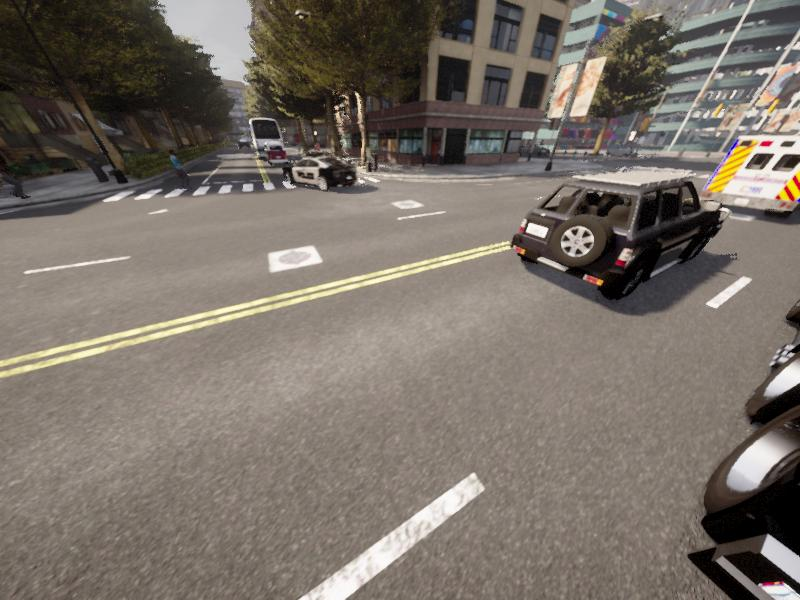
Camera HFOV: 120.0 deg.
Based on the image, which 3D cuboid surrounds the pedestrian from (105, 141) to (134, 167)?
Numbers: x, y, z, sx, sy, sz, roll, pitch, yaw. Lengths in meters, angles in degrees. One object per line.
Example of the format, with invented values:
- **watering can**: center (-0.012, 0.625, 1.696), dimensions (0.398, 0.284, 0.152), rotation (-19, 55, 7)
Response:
- **pedestrian**: center (-24.034, -12.518, 19.826), dimensions (0.751, 1.860, 0.751), rotation (-21, 40, -27)

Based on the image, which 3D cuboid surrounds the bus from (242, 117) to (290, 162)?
- **bus**: center (-18.262, -21.760, 31.371), dimensions (3.944, 4.253, 10.273), rotation (-17, 39, -23)

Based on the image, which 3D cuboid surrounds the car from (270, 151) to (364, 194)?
- **car**: center (-4.703, -7.324, 13.036), dimensions (5.238, 1.638, 1.930), rotation (22, 41, 29)

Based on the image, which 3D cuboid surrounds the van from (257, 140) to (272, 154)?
- **van**: center (-24.403, -27.534, 41.584), dimensions (1.775, 1.987, 4.442), rotation (-17, 38, -23)

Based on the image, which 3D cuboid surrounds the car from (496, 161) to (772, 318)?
- **car**: center (4.545, -1.585, 4.668), dimensions (4.605, 1.855, 1.932), rotation (-17, 39, -24)

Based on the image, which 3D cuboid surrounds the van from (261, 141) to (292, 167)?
- **van**: center (-12.949, -15.324, 24.103), dimensions (2.069, 2.038, 4.480), rotation (-17, 38, -23)

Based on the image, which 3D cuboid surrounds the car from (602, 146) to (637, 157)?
- **car**: center (37.444, -25.414, 39.474), dimensions (1.845, 1.501, 3.633), rotation (-20, 40, -26)

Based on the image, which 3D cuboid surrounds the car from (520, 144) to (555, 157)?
- **car**: center (23.762, -26.028, 40.114), dimensions (2.242, 1.667, 4.611), rotation (-17, 38, -23)

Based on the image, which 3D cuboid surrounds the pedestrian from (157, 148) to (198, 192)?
- **pedestrian**: center (-11.093, -6.525, 11.600), dimensions (0.751, 1.860, 0.751), rotation (-20, 40, -26)

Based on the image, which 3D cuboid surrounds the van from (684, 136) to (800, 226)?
- **van**: center (14.852, -4.892, 9.025), dimensions (6.366, 2.431, 2.351), rotation (-17, 38, -23)

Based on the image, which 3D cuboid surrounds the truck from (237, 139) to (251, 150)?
- **truck**: center (-39.434, -39.463, 58.483), dimensions (2.390, 2.098, 6.274), rotation (-17, 38, -23)

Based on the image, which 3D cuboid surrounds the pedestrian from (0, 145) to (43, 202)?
- **pedestrian**: center (-15.525, -4.922, 8.993), dimensions (0.751, 1.860, 0.751), rotation (-18, 39, -25)

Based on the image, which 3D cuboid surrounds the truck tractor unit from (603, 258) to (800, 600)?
- **truck tractor unit**: center (5.098, -0.314, 0.794), dimensions (6.516, 4.208, 3.053), rotation (-19, 39, -25)
